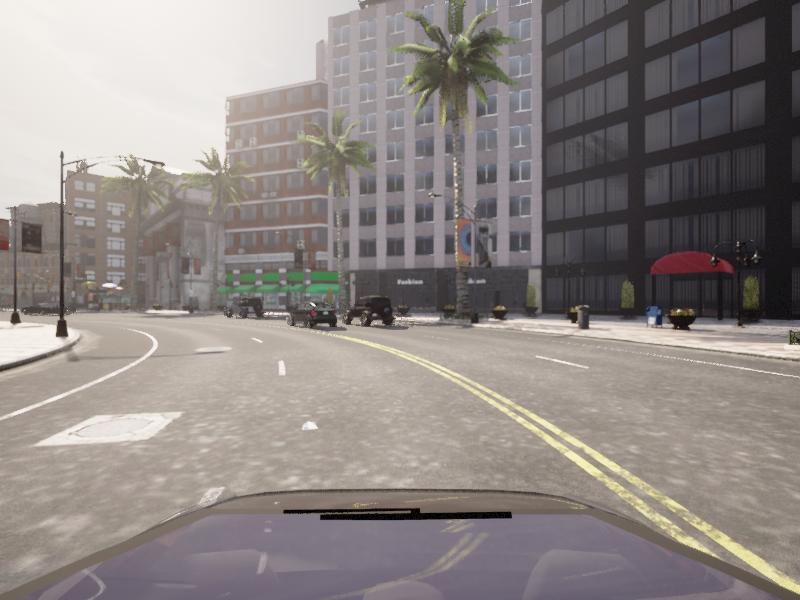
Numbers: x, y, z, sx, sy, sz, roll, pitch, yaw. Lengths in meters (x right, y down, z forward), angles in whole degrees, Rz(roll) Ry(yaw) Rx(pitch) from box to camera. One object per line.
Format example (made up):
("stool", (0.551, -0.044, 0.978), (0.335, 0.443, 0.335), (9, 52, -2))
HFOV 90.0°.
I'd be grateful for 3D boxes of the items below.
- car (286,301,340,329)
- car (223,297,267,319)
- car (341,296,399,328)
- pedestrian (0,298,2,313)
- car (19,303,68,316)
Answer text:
("car", (-5.314, 0.860, 24.113), (1.789, 1.549, 3.705), (0, 0, -38))
("car", (-14.257, 0.715, 36.818), (3.866, 1.878, 1.905), (0, 0, 34))
("car", (-2.013, 0.695, 25.544), (1.905, 1.878, 3.866), (0, 0, -37))
("pedestrian", (-49.854, 0.724, 49.396), (0.751, 1.860, 0.751), (0, 0, 19))
("car", (-38.648, 1.021, 43.381), (4.718, 1.301, 1.895), (0, 0, 19))
